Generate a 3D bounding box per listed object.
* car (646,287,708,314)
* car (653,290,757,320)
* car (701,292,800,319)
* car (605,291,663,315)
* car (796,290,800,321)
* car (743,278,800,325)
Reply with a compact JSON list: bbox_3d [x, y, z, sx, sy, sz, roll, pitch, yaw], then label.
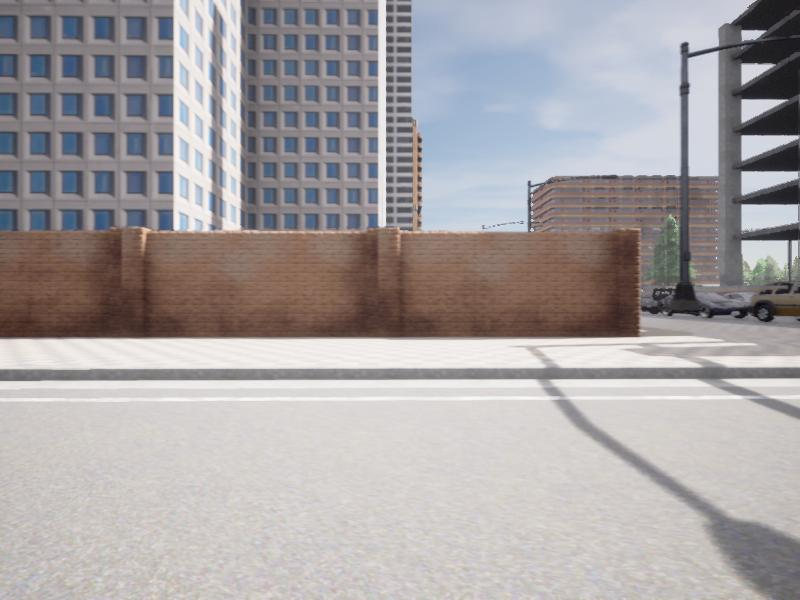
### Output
[{"bbox_3d":[20.223,0.052,29.426,1.905,1.878,3.866,0,0,-1],"label":"car"},{"bbox_3d":[16.774,0.257,22.416,2.163,1.488,4.792,0,0,0],"label":"car"},{"bbox_3d":[20.265,0.276,23.349,1.812,1.442,4.674,0,0,0],"label":"car"},{"bbox_3d":[16.724,0.193,28.864,1.851,1.617,3.988,0,0,0],"label":"car"},{"bbox_3d":[20.318,0.260,17.636,1.970,1.475,3.806,0,0,0],"label":"car"},{"bbox_3d":[16.855,0.058,16.264,1.932,1.855,4.605,0,0,1],"label":"car"}]
